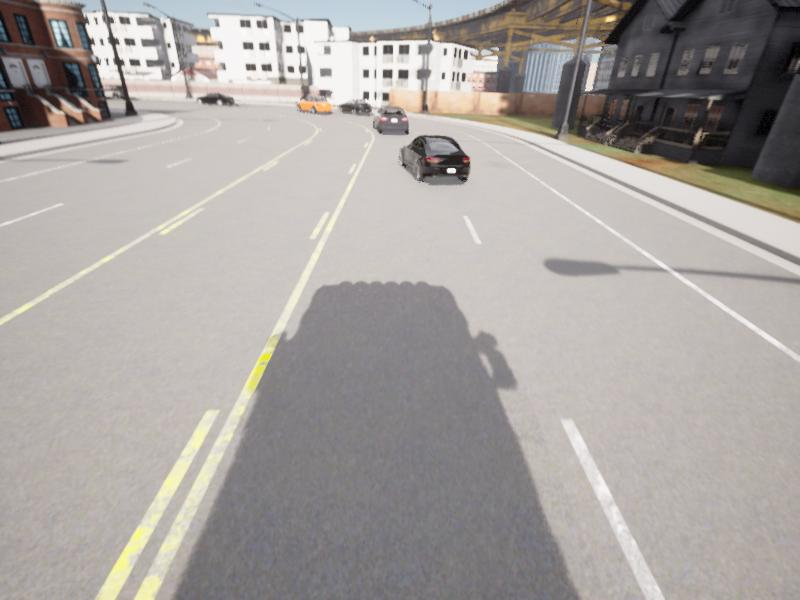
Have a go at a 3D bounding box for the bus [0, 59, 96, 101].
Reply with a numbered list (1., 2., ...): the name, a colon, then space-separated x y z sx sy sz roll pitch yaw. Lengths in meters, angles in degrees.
1. bus: -46.217 -28.183 51.294 10.273 4.253 3.944 2 28 0

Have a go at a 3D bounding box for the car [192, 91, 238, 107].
1. car: -23.434 -25.497 50.673 5.008 1.535 1.882 10 29 15

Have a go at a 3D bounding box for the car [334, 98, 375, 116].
1. car: -5.008 -21.156 43.829 2.128 1.511 4.902 -19 35 -34

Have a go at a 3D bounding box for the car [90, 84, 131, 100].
1. car: -39.680 -28.566 54.967 3.866 1.878 1.905 2 28 1

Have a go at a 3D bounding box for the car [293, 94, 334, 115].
1. car: -9.403 -21.225 43.368 2.097 1.767 4.553 -22 36 -37

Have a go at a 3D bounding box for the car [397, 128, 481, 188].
1. car: 1.260 -5.503 15.152 1.812 1.442 4.674 -4 29 -11

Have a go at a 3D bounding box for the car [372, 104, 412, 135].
1. car: -0.703 -13.103 28.941 2.242 1.667 4.611 -2 29 -9

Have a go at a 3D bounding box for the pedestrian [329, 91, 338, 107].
1. pedestrian: -8.782 -26.589 52.960 0.751 1.860 0.751 18 32 27
